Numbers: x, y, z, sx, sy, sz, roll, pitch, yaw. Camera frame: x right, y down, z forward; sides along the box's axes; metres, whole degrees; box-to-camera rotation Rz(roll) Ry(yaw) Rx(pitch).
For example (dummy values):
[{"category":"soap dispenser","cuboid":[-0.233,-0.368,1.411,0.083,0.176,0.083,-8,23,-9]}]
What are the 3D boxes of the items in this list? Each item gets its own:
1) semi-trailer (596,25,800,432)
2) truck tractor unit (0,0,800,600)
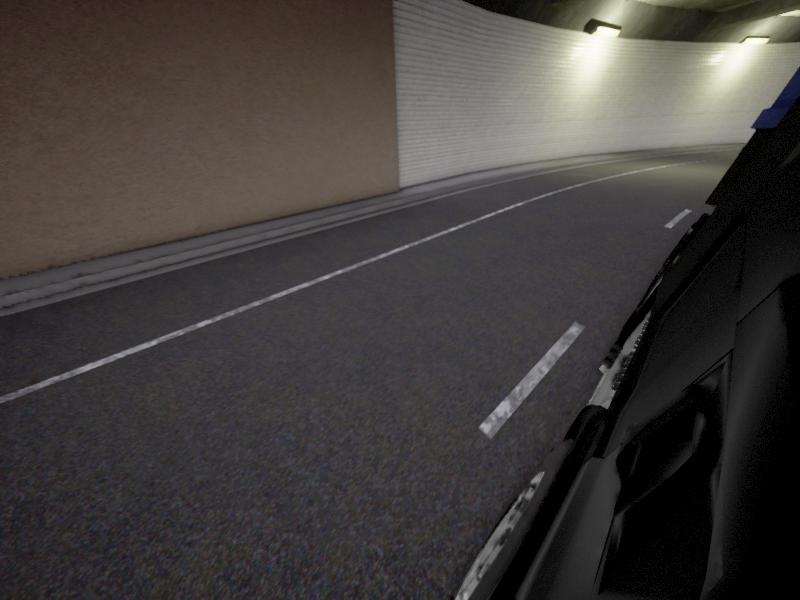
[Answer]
[{"category":"semi-trailer","cuboid":[8.812,-3.526,4.110,14.254,4.402,2.717,-27,43,-28]},{"category":"truck tractor unit","cuboid":[2.645,-0.295,0.352,6.516,4.208,3.053,-28,44,-30]}]
